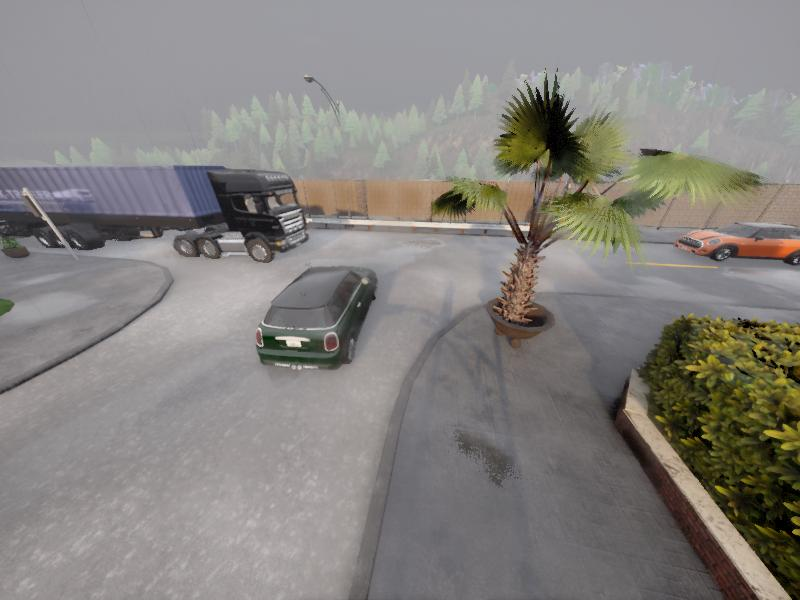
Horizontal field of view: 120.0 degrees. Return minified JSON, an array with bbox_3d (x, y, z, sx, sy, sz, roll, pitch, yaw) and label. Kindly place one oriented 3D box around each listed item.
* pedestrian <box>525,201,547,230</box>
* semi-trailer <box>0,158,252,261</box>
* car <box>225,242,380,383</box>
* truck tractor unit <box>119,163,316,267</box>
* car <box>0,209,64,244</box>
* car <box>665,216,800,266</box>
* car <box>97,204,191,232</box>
[{"bbox_3d":[9.813,-6.139,16.728,0.751,1.860,0.751,2,30,3],"label":"pedestrian"},{"bbox_3d":[-16.173,-5.164,12.740,14.254,4.402,2.717,5,30,9],"label":"semi-trailer"},{"bbox_3d":[-2.021,-0.135,6.652,2.097,1.767,4.553,3,30,5],"label":"car"},{"bbox_3d":[-8.379,-4.399,11.606,6.516,4.208,3.053,5,30,9],"label":"truck tractor unit"},{"bbox_3d":[-25.640,-4.791,14.880,5.238,1.638,1.930,5,30,9],"label":"car"},{"bbox_3d":[17.471,-3.080,11.753,4.553,1.767,2.097,5,30,9],"label":"car"},{"bbox_3d":[-19.167,-6.223,17.452,5.008,1.535,1.882,5,30,9],"label":"car"}]
